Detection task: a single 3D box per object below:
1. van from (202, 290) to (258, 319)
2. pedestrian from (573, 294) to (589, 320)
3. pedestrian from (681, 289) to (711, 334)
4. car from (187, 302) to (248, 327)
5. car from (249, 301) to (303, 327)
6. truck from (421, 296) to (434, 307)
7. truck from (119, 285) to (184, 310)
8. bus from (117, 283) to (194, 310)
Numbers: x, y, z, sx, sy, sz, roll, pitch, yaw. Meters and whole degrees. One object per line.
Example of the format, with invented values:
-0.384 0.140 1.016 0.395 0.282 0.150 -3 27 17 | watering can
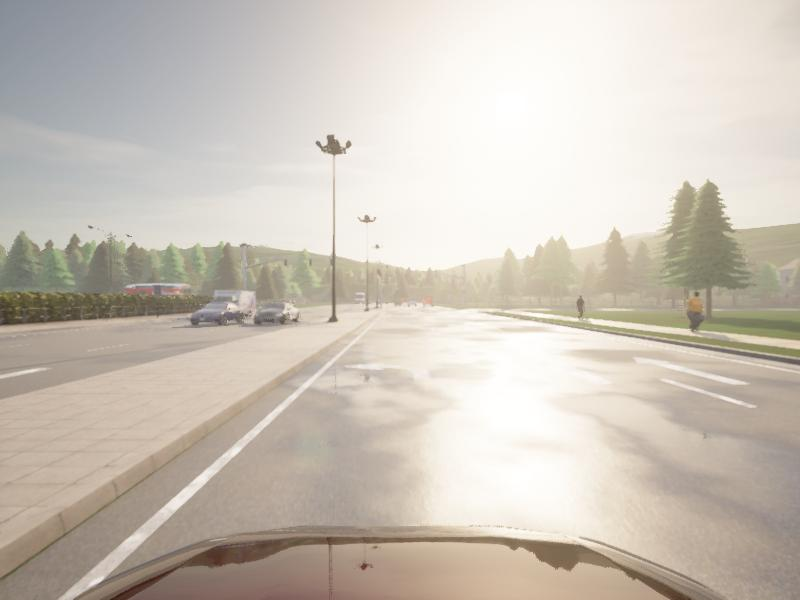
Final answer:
-15.092 0.370 35.940 2.351 2.431 6.366 0 0 0 | van
12.770 0.479 28.268 0.751 1.860 0.751 0 0 0 | pedestrian
12.663 0.481 17.141 0.751 1.860 0.751 0 0 1 | pedestrian
-11.527 0.864 25.614 1.812 1.442 4.674 0 0 0 | car
-8.030 0.819 26.353 2.038 1.542 4.974 0 0 0 | car
6.529 0.334 94.620 2.627 2.467 5.204 0 0 0 | truck
-38.781 -0.338 62.645 8.468 3.827 2.891 0 0 1 | truck
-40.190 -0.553 66.032 10.273 4.253 3.944 0 0 1 | bus
